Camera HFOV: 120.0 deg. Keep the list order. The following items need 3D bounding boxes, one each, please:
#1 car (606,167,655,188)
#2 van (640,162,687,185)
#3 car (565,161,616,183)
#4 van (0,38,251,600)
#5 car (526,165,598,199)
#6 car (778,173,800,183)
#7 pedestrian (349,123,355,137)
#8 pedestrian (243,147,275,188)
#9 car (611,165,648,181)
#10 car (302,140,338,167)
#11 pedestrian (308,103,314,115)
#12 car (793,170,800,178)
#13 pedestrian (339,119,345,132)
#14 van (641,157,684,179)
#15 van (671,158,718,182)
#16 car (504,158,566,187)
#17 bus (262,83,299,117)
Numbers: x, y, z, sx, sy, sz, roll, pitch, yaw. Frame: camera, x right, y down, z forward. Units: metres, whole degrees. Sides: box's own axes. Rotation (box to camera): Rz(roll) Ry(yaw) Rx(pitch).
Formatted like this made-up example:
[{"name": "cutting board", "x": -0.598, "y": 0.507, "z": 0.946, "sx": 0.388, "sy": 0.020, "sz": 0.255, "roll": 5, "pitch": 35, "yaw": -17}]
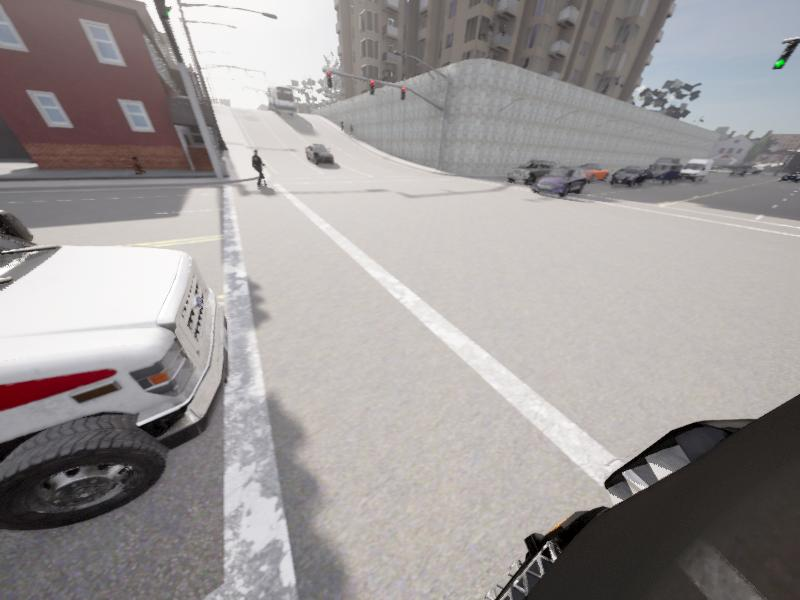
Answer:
[{"name": "car", "x": 21.560, "y": -11.516, "z": 21.652, "sx": 3.633, "sy": 1.501, "sz": 1.845, "roll": -17, "pitch": 38, "yaw": -27}, {"name": "van", "x": 29.294, "y": -14.079, "z": 25.691, "sx": 4.442, "sy": 1.987, "sz": 1.775, "roll": -17, "pitch": 38, "yaw": -27}, {"name": "car", "x": 19.822, "y": -13.357, "z": 24.071, "sx": 4.553, "sy": 1.767, "sz": 2.097, "roll": -17, "pitch": 38, "yaw": -27}, {"name": "van", "x": -4.434, "y": 0.637, "z": 0.487, "sx": 6.366, "sy": 2.431, "sz": 2.351, "roll": -17, "pitch": 38, "yaw": -27}, {"name": "car", "x": 10.810, "y": -7.948, "z": 15.358, "sx": 4.856, "sy": 1.649, "sz": 2.033, "roll": -23, "pitch": 41, "yaw": -34}, {"name": "car", "x": 65.511, "y": -20.392, "z": 38.564, "sx": 4.718, "sy": 1.301, "sz": 1.895, "roll": -17, "pitch": 38, "yaw": -27}, {"name": "pedestrian", "x": -8.168, "y": -28.924, "z": 39.242, "sx": 0.751, "sy": 1.860, "sz": 0.751, "roll": -17, "pitch": 38, "yaw": -27}, {"name": "pedestrian", "x": -7.686, "y": -7.243, "z": 12.663, "sx": 0.751, "sy": 1.860, "sz": 0.751, "roll": 10, "pitch": 34, "yaw": 10}, {"name": "car", "x": 28.831, "y": -15.992, "z": 29.025, "sx": 4.193, "sy": 1.474, "sz": 1.816, "roll": -17, "pitch": 38, "yaw": -27}, {"name": "car", "x": -8.355, "y": -15.269, "z": 24.047, "sx": 1.930, "sy": 1.638, "sz": 5.238, "roll": -17, "pitch": 44, "yaw": -27}, {"name": "pedestrian", "x": -20.415, "y": -43.672, "z": 52.832, "sx": 0.751, "sy": 1.860, "sz": 0.751, "roll": -18, "pitch": 39, "yaw": -28}, {"name": "car", "x": 94.381, "y": -29.080, "z": 53.615, "sx": 4.974, "sy": 1.542, "sz": 2.038, "roll": -13, "pitch": 36, "yaw": -22}, {"name": "pedestrian", "x": -10.196, "y": -30.645, "z": 40.579, "sx": 0.751, "sy": 1.860, "sz": 0.751, "roll": -17, "pitch": 38, "yaw": -28}, {"name": "van", "x": 38.614, "y": -19.438, "z": 34.007, "sx": 5.915, "sy": 2.561, "sz": 1.988, "roll": -17, "pitch": 38, "yaw": -27}, {"name": "van", "x": 39.685, "y": -17.500, "z": 31.148, "sx": 5.915, "sy": 2.561, "sz": 1.988, "roll": -17, "pitch": 38, "yaw": -27}, {"name": "car", "x": 11.358, "y": -10.821, "z": 19.522, "sx": 4.605, "sy": 1.855, "sz": 1.932, "roll": -16, "pitch": 38, "yaw": -26}, {"name": "bus", "x": -23.720, "y": -39.629, "z": 45.772, "sx": 3.944, "sy": 4.253, "sz": 10.273, "roll": -17, "pitch": 46, "yaw": -27}]
